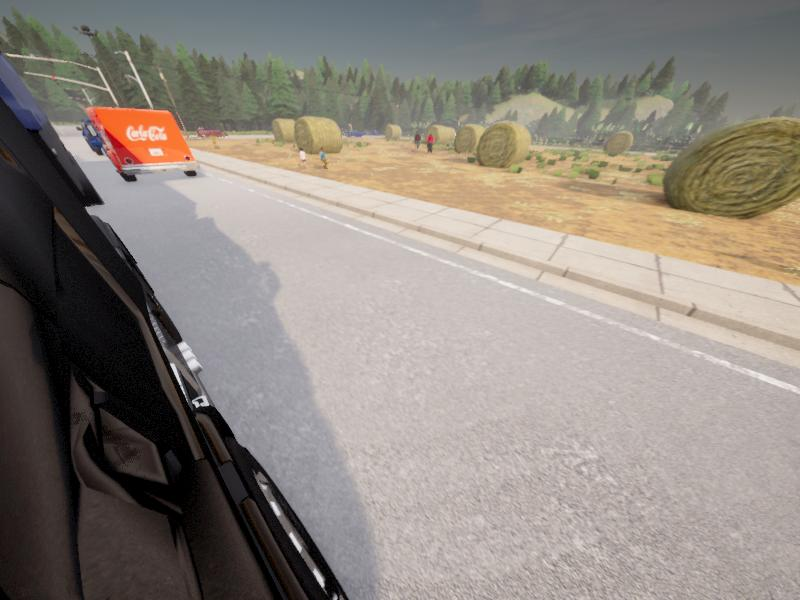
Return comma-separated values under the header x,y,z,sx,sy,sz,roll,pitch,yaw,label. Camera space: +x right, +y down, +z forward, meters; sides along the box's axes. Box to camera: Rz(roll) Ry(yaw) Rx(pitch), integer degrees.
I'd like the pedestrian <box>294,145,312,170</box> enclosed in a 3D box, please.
x,y,z,sx,sy,sz,roll,pitch,yaw,label
-5.230,-7.704,12.510,0.500,1.100,0.500,26,43,28,pedestrian

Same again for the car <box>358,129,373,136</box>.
x,y,z,sx,sy,sz,roll,pitch,yaw,label
-10.720,-51.983,71.805,4.514,1.525,2.007,31,45,33,car

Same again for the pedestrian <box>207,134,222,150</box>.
x,y,z,sx,sy,sz,roll,pitch,yaw,label
-16.366,-13.953,20.391,0.500,1.100,0.500,24,42,26,pedestrian

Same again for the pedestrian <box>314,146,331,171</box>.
x,y,z,sx,sy,sz,roll,pitch,yaw,label
-4.171,-7.688,12.543,0.500,1.100,0.500,22,41,25,pedestrian

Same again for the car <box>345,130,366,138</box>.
x,y,z,sx,sy,sz,roll,pitch,yaw,label
-10.760,-40.347,56.163,1.882,1.535,5.008,28,44,31,car

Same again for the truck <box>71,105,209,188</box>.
x,y,z,sx,sy,sz,roll,pitch,yaw,label
-11.583,-6.966,10.356,5.204,2.467,2.627,28,44,30,truck

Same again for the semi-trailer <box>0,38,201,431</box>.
x,y,z,sx,sy,sz,roll,pitch,yaw,label
-8.686,-3.607,4.249,14.254,4.402,2.717,28,43,30,semi-trailer

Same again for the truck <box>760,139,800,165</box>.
x,y,z,sx,sy,sz,roll,pitch,yaw,label
48.163,-17.448,27.310,5.204,2.467,2.627,31,45,33,truck

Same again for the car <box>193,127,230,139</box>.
x,y,z,sx,sy,sz,roll,pitch,yaw,label
-30.541,-27.183,37.548,1.816,1.474,4.193,28,44,31,car

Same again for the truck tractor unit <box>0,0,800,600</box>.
x,y,z,sx,sy,sz,roll,pitch,yaw,label
-2.645,-0.295,0.351,6.516,4.208,3.053,28,44,30,truck tractor unit

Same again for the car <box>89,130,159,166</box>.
x,y,z,sx,sy,sz,roll,pitch,yaw,label
-16.588,-9.202,13.899,3.705,1.549,1.789,28,44,30,car

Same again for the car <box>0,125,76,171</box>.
x,y,z,sx,sy,sz,roll,pitch,yaw,label
-19.678,-8.142,12.227,4.611,1.667,2.242,28,44,30,car

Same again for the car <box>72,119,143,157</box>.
x,y,z,sx,sy,sz,roll,pitch,yaw,label
-21.669,-12.051,17.077,5.566,2.045,2.150,28,44,30,car

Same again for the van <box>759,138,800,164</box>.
x,y,z,sx,sy,sz,roll,pitch,yaw,label
51.105,-18.627,28.986,5.915,2.561,1.988,31,45,33,van

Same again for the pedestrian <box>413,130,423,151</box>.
x,y,z,sx,sy,sz,roll,pitch,yaw,label
2.003,-17.975,26.039,0.751,1.860,0.751,-7,37,-12,pedestrian

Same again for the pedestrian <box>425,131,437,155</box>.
x,y,z,sx,sy,sz,roll,pitch,yaw,label
2.963,-15.059,22.161,0.751,1.860,0.751,-6,37,-11,pedestrian
